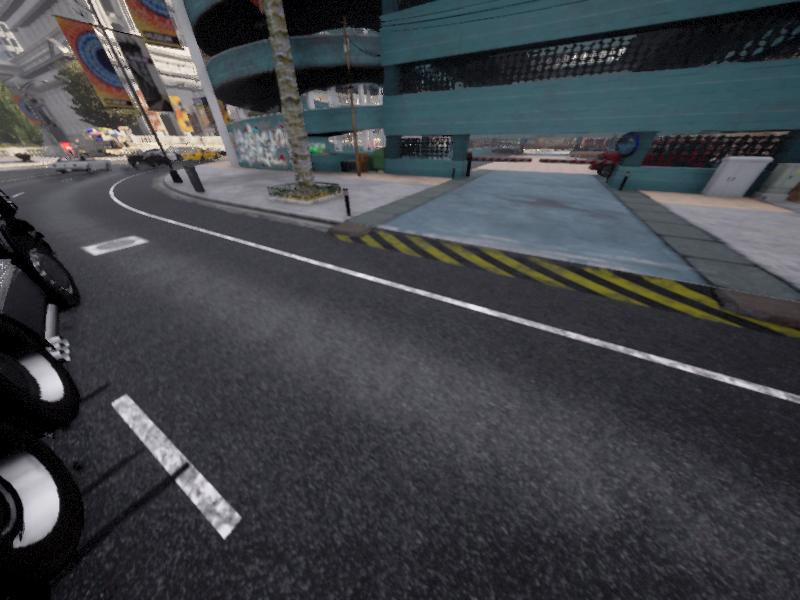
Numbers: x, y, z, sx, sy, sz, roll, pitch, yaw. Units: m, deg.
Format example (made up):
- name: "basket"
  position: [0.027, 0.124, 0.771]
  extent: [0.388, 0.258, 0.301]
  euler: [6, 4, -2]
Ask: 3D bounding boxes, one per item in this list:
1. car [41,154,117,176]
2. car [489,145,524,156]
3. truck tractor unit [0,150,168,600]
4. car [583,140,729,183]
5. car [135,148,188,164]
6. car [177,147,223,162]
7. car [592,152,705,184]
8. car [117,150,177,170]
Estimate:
- name: "car"
  position: [-28.343, -12.193, 20.685]
  extent: [1.895, 1.301, 4.718]
  euler: [-14, 37, -18]
- name: "car"
  position: [17.801, -25.040, 38.596]
  extent: [4.902, 1.511, 2.128]
  euler: [17, 38, 23]
- name: "truck tractor unit"
  position: [-4.906, -0.466, 1.025]
  extent: [6.516, 4.208, 3.053]
  euler: [26, 43, 32]
- name: "car"
  position: [15.734, -9.079, 14.925]
  extent: [5.566, 2.045, 2.435]
  euler: [17, 38, 23]
- name: "car"
  position: [-30.699, -18.801, 30.042]
  extent: [2.038, 1.542, 4.974]
  euler: [-3, 35, -4]
- name: "car"
  position: [-27.319, -20.060, 31.801]
  extent: [1.801, 1.575, 5.366]
  euler: [-1, 35, -1]
- name: "car"
  position: [15.786, -8.741, 15.125]
  extent: [4.514, 1.523, 2.007]
  euler: [17, 38, 23]
- name: "car"
  position: [-26.070, -14.709, 24.121]
  extent: [2.128, 1.511, 4.902]
  euler: [-10, 36, -14]
